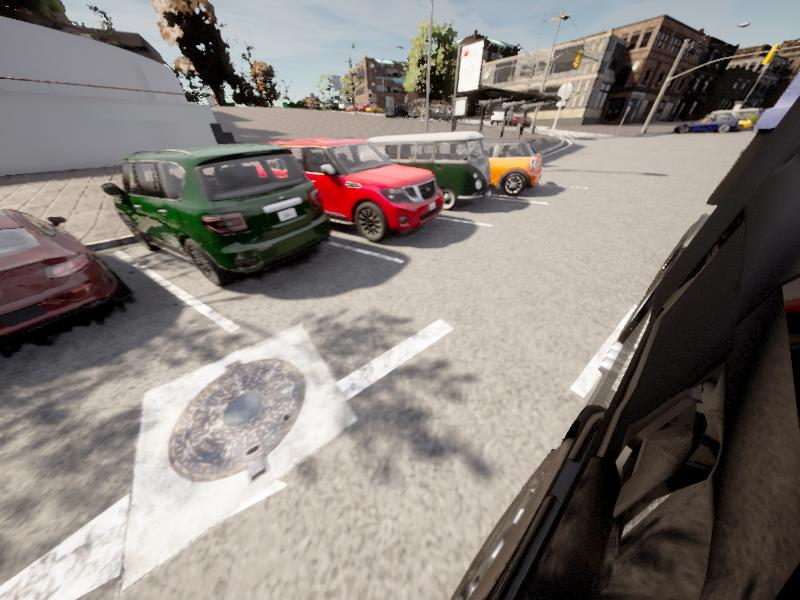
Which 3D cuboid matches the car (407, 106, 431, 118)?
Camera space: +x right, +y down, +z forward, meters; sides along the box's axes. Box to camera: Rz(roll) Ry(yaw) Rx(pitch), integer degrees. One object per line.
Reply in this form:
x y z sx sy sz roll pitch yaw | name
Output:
3.672 -35.720 44.002 1.946 1.575 5.366 24 43 23 | car

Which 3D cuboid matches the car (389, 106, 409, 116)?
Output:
-0.151 -38.774 47.460 2.002 1.452 4.674 23 43 23 | car

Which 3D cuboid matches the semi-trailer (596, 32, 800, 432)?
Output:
8.777 -3.584 4.097 14.254 4.402 2.717 -28 44 -28 | semi-trailer

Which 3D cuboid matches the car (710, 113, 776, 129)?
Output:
46.956 -24.664 31.815 4.674 1.452 2.002 23 44 32 | car

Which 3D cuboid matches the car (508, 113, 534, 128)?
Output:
16.551 -24.445 31.452 2.002 1.452 4.674 24 43 23 | car

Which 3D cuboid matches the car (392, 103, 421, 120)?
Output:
0.874 -28.784 35.287 1.932 1.855 4.605 -26 47 -30 | car

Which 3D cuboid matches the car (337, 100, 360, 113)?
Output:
-13.302 -49.887 59.653 2.435 2.045 5.566 20 40 25 | car

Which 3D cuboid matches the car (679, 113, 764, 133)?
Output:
36.865 -20.466 26.823 5.366 1.575 1.946 22 43 31 | car

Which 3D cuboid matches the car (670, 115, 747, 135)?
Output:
34.123 -19.534 25.834 4.792 1.488 2.163 22 43 30 | car

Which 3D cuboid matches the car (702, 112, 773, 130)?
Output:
44.376 -23.671 30.601 4.892 1.521 2.231 23 43 31 | car

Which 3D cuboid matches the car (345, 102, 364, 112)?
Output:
-11.407 -48.366 57.973 2.185 1.767 4.553 21 41 23 | car

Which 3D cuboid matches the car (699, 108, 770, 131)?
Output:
41.898 -22.775 29.192 4.442 1.987 1.878 23 43 31 | car

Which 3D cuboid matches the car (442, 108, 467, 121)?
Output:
9.132 -30.838 38.535 2.231 1.521 4.892 24 43 23 | car

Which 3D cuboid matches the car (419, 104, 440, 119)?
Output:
5.380 -34.140 41.875 1.878 1.987 4.442 24 44 22 | car

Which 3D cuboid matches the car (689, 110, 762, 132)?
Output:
39.232 -21.694 28.101 4.553 1.767 2.185 22 43 31 | car

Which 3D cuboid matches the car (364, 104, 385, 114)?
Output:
-5.651 -43.653 52.860 1.946 1.575 5.366 23 43 22 | car

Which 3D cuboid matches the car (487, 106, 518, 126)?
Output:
14.719 -26.274 33.061 2.435 2.045 5.566 24 43 23 | car

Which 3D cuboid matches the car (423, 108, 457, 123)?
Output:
5.972 -28.054 35.025 2.128 1.511 4.902 -25 48 -30 | car

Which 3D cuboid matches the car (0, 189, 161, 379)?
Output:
-6.373 -0.602 3.642 4.674 1.452 2.002 18 42 27 | car

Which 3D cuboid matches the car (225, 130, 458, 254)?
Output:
-1.624 -3.203 6.319 5.566 2.045 2.435 18 41 27 | car

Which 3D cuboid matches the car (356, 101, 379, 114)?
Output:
-7.631 -45.312 54.320 2.435 2.045 5.566 23 43 22 | car

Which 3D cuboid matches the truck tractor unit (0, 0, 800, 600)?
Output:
2.645 -0.295 0.351 6.516 4.208 3.053 -28 44 -30 | truck tractor unit

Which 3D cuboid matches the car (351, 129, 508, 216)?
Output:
0.828 -4.335 7.711 4.442 1.987 1.878 19 41 27 | car

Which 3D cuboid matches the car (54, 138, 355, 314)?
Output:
-4.049 -2.032 4.913 5.566 2.045 2.435 18 42 27 | car

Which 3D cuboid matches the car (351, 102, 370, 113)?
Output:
-9.549 -46.803 56.169 2.185 1.767 4.553 22 43 22 | car

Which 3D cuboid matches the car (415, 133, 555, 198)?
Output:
3.149 -5.445 9.213 4.553 1.767 2.185 19 42 27 | car

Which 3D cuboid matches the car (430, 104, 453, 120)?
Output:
7.239 -32.545 40.094 1.878 1.987 4.442 24 44 22 | car
